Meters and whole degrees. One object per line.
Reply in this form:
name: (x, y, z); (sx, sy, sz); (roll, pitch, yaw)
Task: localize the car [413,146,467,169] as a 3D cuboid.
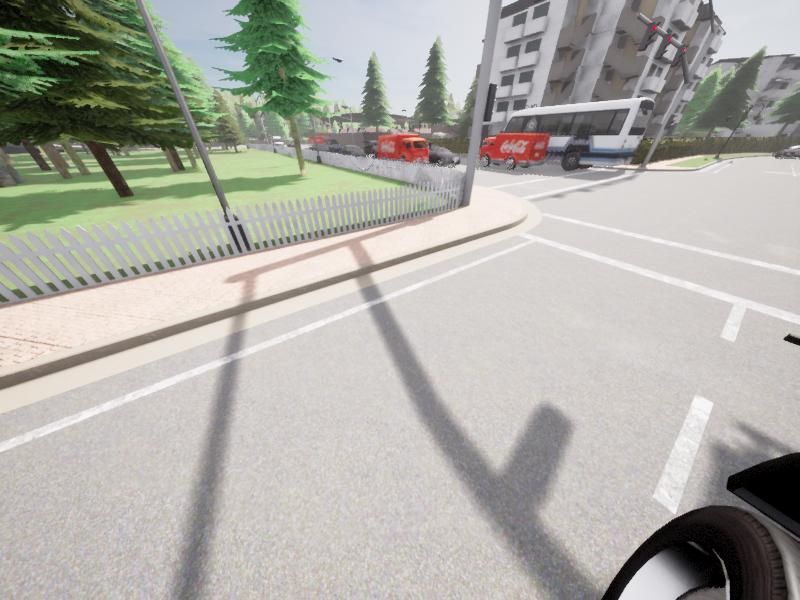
car: (3.518, -13.416, 21.609); (2.128, 1.511, 4.902); (-21, 40, -27)

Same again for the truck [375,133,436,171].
truck: (0.303, -12.934, 20.128); (2.627, 2.467, 5.204); (-21, 40, -27)

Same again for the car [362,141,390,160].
car: (-3.149, -19.343, 29.734); (1.905, 1.878, 3.866); (-21, 40, -27)

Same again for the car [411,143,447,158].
car: (3.840, -20.465, 31.548); (1.801, 1.575, 5.366); (-21, 40, -27)

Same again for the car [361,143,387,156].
car: (-4.110, -23.685, 36.209); (1.882, 1.535, 5.008); (-21, 40, -27)

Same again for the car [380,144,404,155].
car: (-1.338, -24.862, 38.006); (1.994, 1.385, 4.181); (-21, 40, -27)

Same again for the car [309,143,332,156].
car: (-12.531, -23.659, 36.268); (1.837, 1.490, 4.892); (-21, 40, -27)

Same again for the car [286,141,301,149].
car: (-27.791, -40.470, 60.354); (2.152, 1.651, 5.027); (-21, 40, -27)

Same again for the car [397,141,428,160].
car: (1.512, -18.962, 29.156); (1.905, 1.878, 3.866); (-21, 40, -27)

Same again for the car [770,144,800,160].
car: (45.520, -16.923, 26.411); (4.181, 1.385, 1.994); (-12, 37, -16)

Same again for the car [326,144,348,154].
car: (-10.853, -25.776, 39.432); (1.895, 1.301, 4.718); (-21, 40, -27)

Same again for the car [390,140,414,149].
car: (0.482, -35.775, 53.189); (5.027, 1.651, 2.152); (-22, 41, -28)

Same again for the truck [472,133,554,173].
truck: (9.198, -12.530, 19.492); (2.627, 2.467, 5.204); (-21, 41, -27)

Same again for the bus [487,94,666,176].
bus: (13.133, -13.378, 19.106); (3.944, 4.253, 10.273); (-21, 40, -27)

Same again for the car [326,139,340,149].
car: (-16.494, -38.248, 56.670); (1.905, 1.878, 3.866); (-21, 40, -27)

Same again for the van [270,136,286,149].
van: (-31.330, -40.381, 59.184); (1.988, 2.561, 5.915); (-21, 40, -27)

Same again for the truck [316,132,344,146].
truck: (-24.776, -57.435, 82.246); (8.468, 3.827, 2.891); (-22, 41, -28)

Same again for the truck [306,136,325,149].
truck: (-20.652, -38.394, 56.382); (2.627, 2.467, 5.204); (-21, 40, -27)

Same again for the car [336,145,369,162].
car: (-5.812, -17.839, 27.964); (1.837, 1.490, 4.892); (-21, 40, -27)
